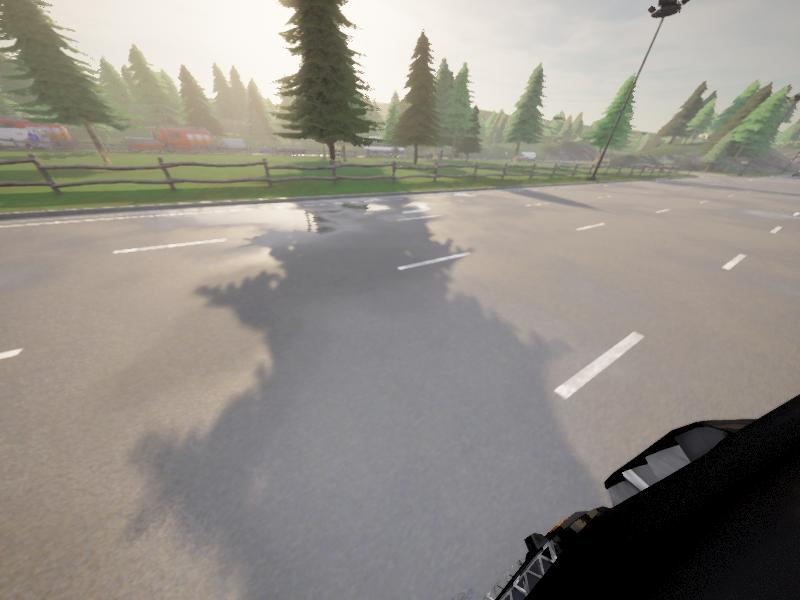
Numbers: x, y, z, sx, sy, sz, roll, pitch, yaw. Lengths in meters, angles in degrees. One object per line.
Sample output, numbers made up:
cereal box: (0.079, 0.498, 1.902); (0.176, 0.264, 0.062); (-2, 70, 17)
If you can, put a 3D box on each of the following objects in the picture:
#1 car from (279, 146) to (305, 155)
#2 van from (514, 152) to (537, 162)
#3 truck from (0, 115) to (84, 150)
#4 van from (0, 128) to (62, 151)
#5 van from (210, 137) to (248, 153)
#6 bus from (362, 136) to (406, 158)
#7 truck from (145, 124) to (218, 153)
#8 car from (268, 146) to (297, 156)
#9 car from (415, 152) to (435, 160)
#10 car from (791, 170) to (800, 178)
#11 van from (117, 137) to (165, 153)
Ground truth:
car: (-24.593, -34.208, 52.808); (5.008, 1.535, 1.882); (-16, 37, -26)
van: (40.275, -46.195, 74.489); (5.915, 2.561, 1.988); (14, 35, 17)
truck: (-54.454, -24.392, 33.797); (8.468, 3.827, 2.891); (-16, 38, -26)
van: (-52.714, -22.089, 31.692); (6.366, 2.431, 2.351); (-16, 38, -26)
van: (-36.669, -33.408, 49.824); (5.915, 2.561, 1.988); (-16, 38, -26)
bus: (-3.956, -38.924, 58.906); (10.273, 4.253, 3.944); (-16, 38, -26)
truck: (-38.822, -28.864, 41.643); (8.468, 3.827, 2.891); (-16, 38, -26)
car: (-23.680, -30.000, 46.534); (4.892, 1.490, 1.837); (-15, 37, -26)
car: (6.781, -38.800, 62.107); (5.027, 1.651, 2.152); (-16, 38, -26)
car: (91.782, -28.843, 52.715); (4.674, 1.442, 1.812); (-16, 38, -26)
van: (-41.649, -25.072, 37.368); (4.442, 1.987, 1.775); (-16, 38, -25)
